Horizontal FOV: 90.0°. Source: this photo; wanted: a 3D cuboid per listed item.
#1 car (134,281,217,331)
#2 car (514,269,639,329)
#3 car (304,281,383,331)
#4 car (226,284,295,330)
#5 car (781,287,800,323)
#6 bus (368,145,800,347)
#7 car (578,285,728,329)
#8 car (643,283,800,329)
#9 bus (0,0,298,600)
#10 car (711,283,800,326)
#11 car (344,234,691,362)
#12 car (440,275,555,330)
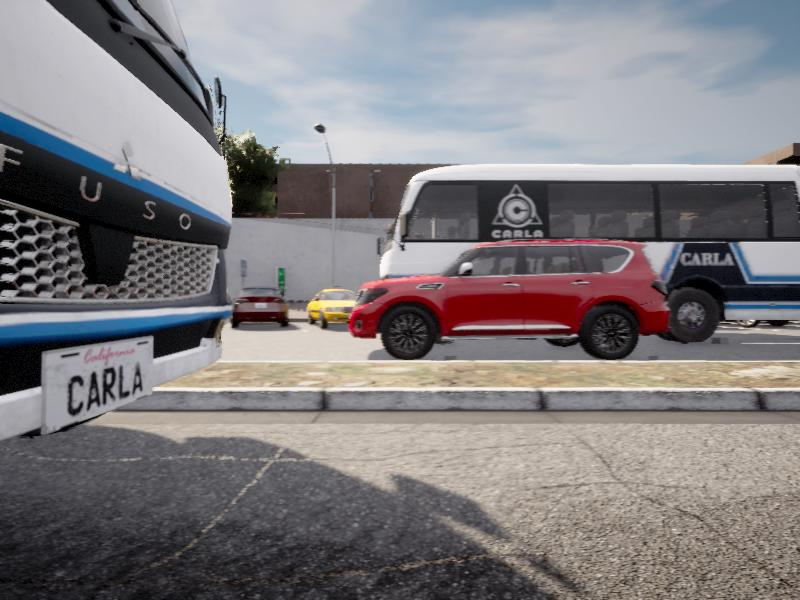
[{"bbox_3d":[-8.354,0.227,15.415,1.946,1.575,5.366,1,-1,-20],"label":"car"},{"bbox_3d":[6.549,0.005,15.471,1.878,1.987,4.442,1,-1,-20],"label":"car"},{"bbox_3d":[-2.387,0.232,15.409,1.946,1.575,5.366,1,-1,-20],"label":"car"},{"bbox_3d":[-5.449,0.265,15.612,2.163,1.488,4.792,0,-1,-20],"label":"car"},{"bbox_3d":[18.452,0.189,15.538,2.163,1.488,4.792,0,-1,-20],"label":"car"},{"bbox_3d":[4.455,-1.136,10.387,10.273,4.253,3.944,0,0,0],"label":"bus"},{"bbox_3d":[9.483,0.259,15.568,2.002,1.452,4.674,0,-1,-20],"label":"car"},{"bbox_3d":[12.455,0.237,15.597,2.163,1.488,4.792,0,-1,-20],"label":"car"},{"bbox_3d":[-6.104,-1.136,1.824,10.273,4.253,3.944,0,0,0],"label":"bus"},{"bbox_3d":[15.524,0.179,15.396,1.946,1.575,5.366,0,-1,-20],"label":"car"},{"bbox_3d":[1.892,-0.030,7.500,5.566,2.045,2.150,0,0,0],"label":"car"},{"bbox_3d":[3.523,0.110,15.550,2.185,1.767,4.553,0,-1,-20],"label":"car"}]
